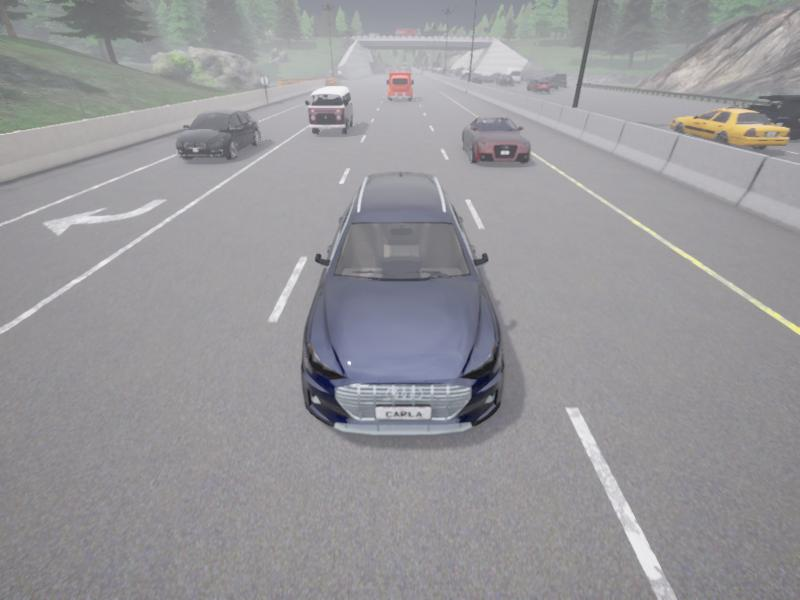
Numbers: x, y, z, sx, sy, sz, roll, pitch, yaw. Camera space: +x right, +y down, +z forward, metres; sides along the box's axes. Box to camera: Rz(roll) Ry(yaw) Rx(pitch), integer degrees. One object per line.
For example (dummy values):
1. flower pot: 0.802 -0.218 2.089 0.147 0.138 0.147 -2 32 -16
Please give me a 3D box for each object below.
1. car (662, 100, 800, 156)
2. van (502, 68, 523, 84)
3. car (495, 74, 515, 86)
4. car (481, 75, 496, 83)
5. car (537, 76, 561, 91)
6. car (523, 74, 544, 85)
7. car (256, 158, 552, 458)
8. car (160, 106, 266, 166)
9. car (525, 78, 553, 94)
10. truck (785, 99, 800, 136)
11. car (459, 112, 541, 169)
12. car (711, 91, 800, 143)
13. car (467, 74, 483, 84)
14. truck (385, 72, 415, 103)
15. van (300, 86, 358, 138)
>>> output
1. car: 14.007 -7.563 17.288 1.801 1.575 5.366 0 30 0
2. van: 21.022 -42.006 74.973 1.988 2.561 5.915 0 30 0
3. car: 17.516 -36.811 66.892 2.097 1.767 4.553 0 30 0
4. car: 17.518 -44.001 79.543 1.994 1.385 4.181 0 30 0
5. car: 21.016 -30.638 56.567 1.851 1.617 3.988 0 30 0
6. car: 24.518 -40.510 73.475 2.128 1.511 4.902 0 30 0
7. car: 0.017 -0.526 5.256 2.033 1.649 4.856 0 30 0
8. car: -6.993 -6.559 15.662 1.837 1.490 4.892 0 30 0
9. car: 17.512 -27.078 50.583 2.007 1.525 4.514 0 30 0
10. truck: 21.007 -7.906 17.367 2.390 2.098 6.274 0 31 0
11. car: 3.507 -6.079 14.970 1.994 1.385 4.181 0 30 0
12. car: 17.509 -8.818 19.122 1.905 1.878 3.866 0 31 0
13. car: 14.017 -41.535 75.195 2.038 1.542 4.974 0 30 0
14. truck: 0.014 -20.679 38.749 2.627 2.467 5.204 0 30 0
15. van: -3.482 -9.790 20.626 2.069 2.038 4.480 0 30 0
